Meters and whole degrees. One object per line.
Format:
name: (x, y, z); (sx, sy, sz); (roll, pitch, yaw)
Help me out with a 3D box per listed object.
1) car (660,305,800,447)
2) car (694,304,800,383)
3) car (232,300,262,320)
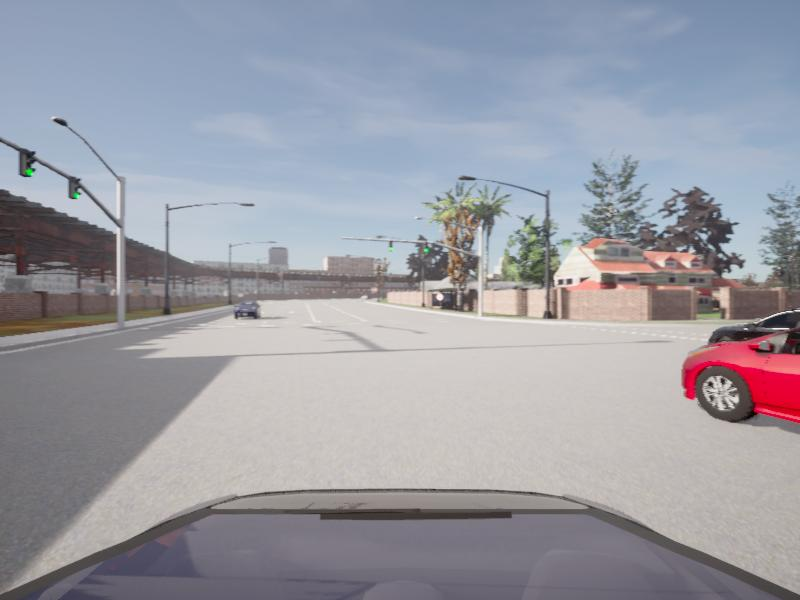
car: (5.459, 0.843, 4.115); (2.007, 1.525, 4.514); (0, 0, -14)
car: (8.742, 0.862, 8.150); (1.837, 1.490, 4.892); (-1, 0, -1)
car: (-12.302, 0.747, 32.347); (1.845, 1.501, 3.633); (0, 0, -14)
